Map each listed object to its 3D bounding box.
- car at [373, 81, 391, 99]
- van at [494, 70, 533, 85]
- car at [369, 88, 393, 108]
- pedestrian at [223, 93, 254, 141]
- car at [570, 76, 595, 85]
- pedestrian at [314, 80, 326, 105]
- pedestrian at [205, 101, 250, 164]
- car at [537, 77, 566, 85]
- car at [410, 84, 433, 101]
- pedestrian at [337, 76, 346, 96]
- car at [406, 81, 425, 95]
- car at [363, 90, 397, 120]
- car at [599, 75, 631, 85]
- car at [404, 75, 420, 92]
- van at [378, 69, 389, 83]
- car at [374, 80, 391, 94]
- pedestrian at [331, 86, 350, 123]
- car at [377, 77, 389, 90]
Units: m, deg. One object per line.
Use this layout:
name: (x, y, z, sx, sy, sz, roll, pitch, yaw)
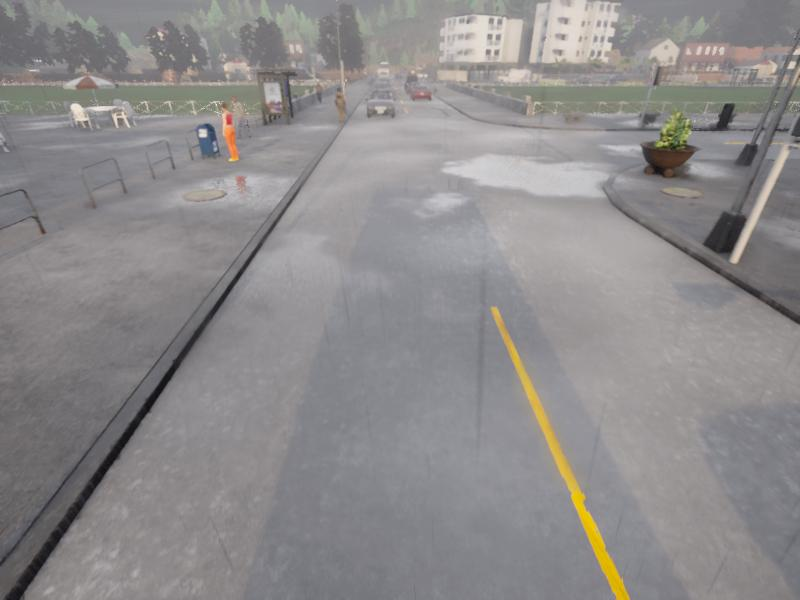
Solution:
car: (-1.981, -23.298, 44.316, 1.837, 1.490, 4.892, -1, 30, -2)
van: (21.612, -42.510, 76.342, 6.366, 2.431, 2.351, -1, 30, -2)
car: (-1.639, -17.693, 34.937, 1.895, 1.301, 4.718, -1, 30, -2)
pedestrian: (-7.140, -8.139, 17.775, 0.751, 1.860, 0.751, -21, 36, -32)
car: (35.051, -42.275, 76.952, 3.806, 1.475, 1.970, -1, 30, -1)
pedestrian: (-6.881, -17.837, 34.341, 0.751, 1.860, 0.751, -1, 30, -2)
pedestrian: (-5.835, -5.720, 13.643, 0.751, 1.860, 0.751, 14, 33, 23)
car: (29.016, -42.119, 76.832, 4.718, 1.301, 1.895, -1, 30, -2)
car: (2.132, -21.528, 41.435, 1.994, 1.385, 4.181, -1, 30, -2)
pedestrian: (-6.573, -24.058, 44.973, 0.751, 1.860, 0.751, 5, 31, 8)
car: (1.864, -26.075, 49.204, 1.994, 1.385, 4.181, -2, 30, -3)
car: (-1.329, -13.507, 27.575, 2.128, 1.511, 4.902, -1, 30, -2)
car: (41.431, -42.427, 77.095, 4.856, 1.649, 2.033, -1, 30, -2)
car: (1.624, -29.907, 55.234, 1.905, 1.878, 3.866, -1, 30, -2)
van: (-3.504, -48.241, 86.005, 2.351, 2.431, 6.366, -1, 30, -2)
car: (-2.257, -27.547, 51.673, 2.033, 1.411, 5.357, -1, 30, -2)
pedestrian: (-3.456, -11.355, 23.284, 0.751, 1.860, 0.751, 8, 31, 13)
car: (-2.572, -32.881, 60.689, 1.837, 1.490, 4.892, -1, 30, -2)
